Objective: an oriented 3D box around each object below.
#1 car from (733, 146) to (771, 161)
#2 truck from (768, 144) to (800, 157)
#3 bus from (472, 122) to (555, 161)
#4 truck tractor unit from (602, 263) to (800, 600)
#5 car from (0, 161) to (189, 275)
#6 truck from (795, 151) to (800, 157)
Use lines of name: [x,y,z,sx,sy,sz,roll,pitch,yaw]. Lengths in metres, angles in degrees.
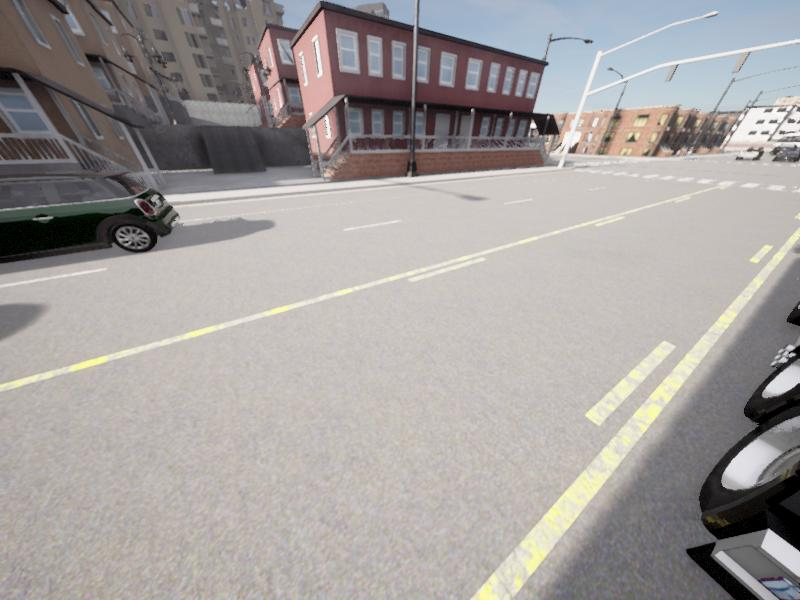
car: [53.619,-22.371,35.195,4.605,1.855,1.932,-18,39,-25]
truck: [79.604,-31.071,47.811,6.274,2.098,2.390,-18,39,-25]
bus: [16.587,-24.033,35.137,3.944,4.253,10.273,-18,39,-25]
truck tractor unit: [5.122,-0.287,0.785,6.516,4.208,3.053,-18,40,-24]
car: [-8.113,-1.914,5.135,4.553,1.767,2.097,-18,39,-25]
truck: [78.867,-28.502,44.097,6.274,2.098,2.390,-18,39,-25]
